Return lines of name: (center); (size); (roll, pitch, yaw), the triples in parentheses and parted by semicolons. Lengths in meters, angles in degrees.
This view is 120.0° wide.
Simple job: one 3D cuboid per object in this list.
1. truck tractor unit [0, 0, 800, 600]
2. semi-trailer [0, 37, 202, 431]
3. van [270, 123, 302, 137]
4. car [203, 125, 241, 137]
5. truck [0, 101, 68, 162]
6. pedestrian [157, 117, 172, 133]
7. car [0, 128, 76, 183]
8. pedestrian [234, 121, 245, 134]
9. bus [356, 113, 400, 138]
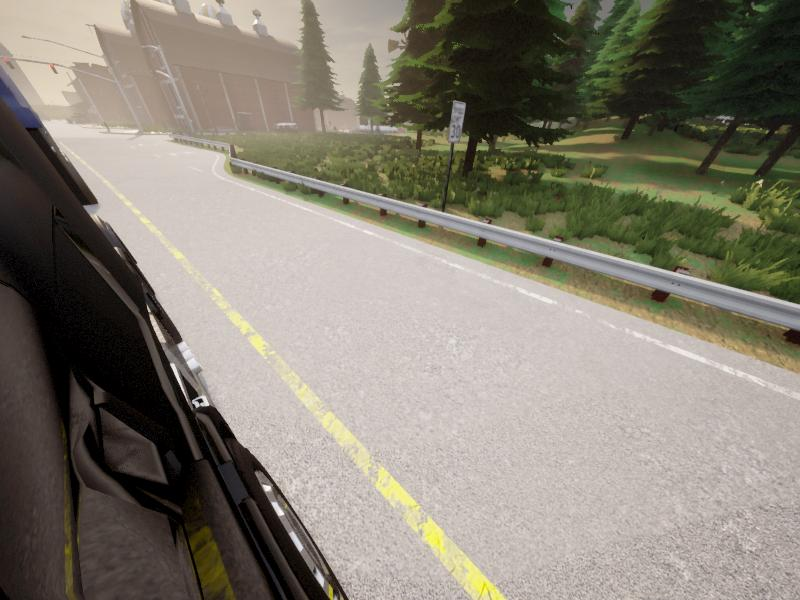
truck tractor unit: (-2.645, -0.295, 0.351); (6.516, 4.208, 3.053); (28, 44, 30)
semi-trailer: (-8.745, -3.573, 4.180); (14.254, 4.402, 2.717); (28, 43, 29)
van: (-21.027, -31.419, 42.655); (2.069, 2.038, 4.480); (28, 45, 30)
car: (-27.760, -26.432, 36.146); (1.994, 1.385, 4.181); (27, 43, 29)
truck: (-21.925, -9.536, 12.952); (5.204, 2.467, 2.627); (27, 43, 28)
pedestrian: (-34.774, -25.778, 34.128); (0.751, 1.860, 0.751); (27, 43, 29)
car: (-16.060, -6.229, 9.720); (4.902, 1.511, 2.128); (27, 43, 29)
pedestrian: (-28.179, -30.314, 40.605); (0.751, 1.860, 0.751); (27, 43, 29)
bus: (-4.825, -40.444, 53.907); (3.944, 4.253, 10.273); (28, 43, 29)
